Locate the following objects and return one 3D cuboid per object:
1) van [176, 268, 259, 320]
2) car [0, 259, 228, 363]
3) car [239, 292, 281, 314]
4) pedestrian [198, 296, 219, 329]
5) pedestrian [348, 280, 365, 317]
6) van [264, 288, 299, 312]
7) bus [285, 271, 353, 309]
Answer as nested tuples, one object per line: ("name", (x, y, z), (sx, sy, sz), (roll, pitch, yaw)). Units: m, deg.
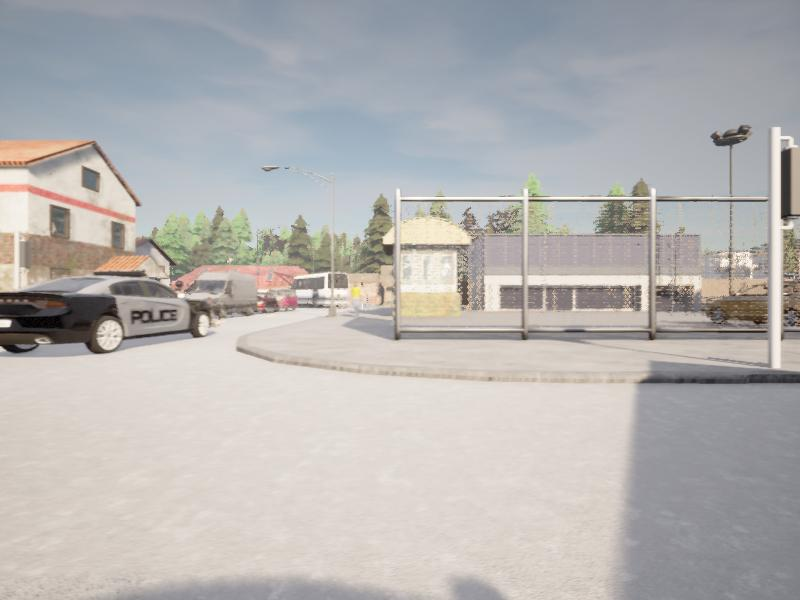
("van", (-10.051, -0.275, 22.683), (1.988, 2.561, 5.915), (0, 0, 1))
("car", (-6.126, 0.173, 8.965), (1.930, 1.638, 5.238), (0, 0, 5))
("car", (-10.158, 0.218, 29.244), (1.789, 1.549, 3.705), (0, 0, 0))
("pedestrian", (-6.611, 0.419, 13.794), (0.500, 1.100, 0.500), (0, 0, -4))
("pedestrian", (-2.200, -0.065, 20.309), (0.751, 1.860, 0.751), (0, 0, 5))
("van", (-10.204, 0.002, 34.739), (1.775, 1.987, 4.442), (0, 0, -1))
("bus", (-10.325, -1.133, 49.871), (3.944, 4.253, 10.273), (0, 0, -39))
